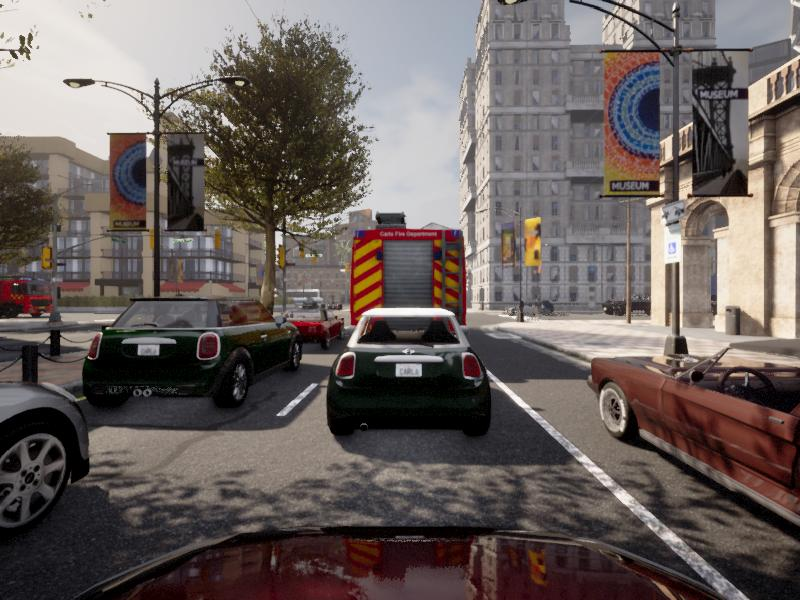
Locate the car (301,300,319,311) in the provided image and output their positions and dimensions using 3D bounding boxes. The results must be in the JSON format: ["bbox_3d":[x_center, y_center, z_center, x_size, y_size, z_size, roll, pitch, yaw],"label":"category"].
[{"bbox_3d":[-13.798,0.815,61.323,1.789,1.549,3.705,0,0,1],"label":"car"}]

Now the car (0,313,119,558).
[{"bbox_3d":[-3.473,0.853,1.600,1.970,1.475,3.806,0,0,1],"label":"car"}]

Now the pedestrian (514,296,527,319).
[{"bbox_3d":[10.178,0.637,33.768,0.751,1.860,0.751,0,0,-10],"label":"pedestrian"}]

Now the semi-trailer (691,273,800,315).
[{"bbox_3d":[39.428,-0.618,42.929,14.254,4.402,2.717,0,0,1],"label":"semi-trailer"}]

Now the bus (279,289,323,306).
[{"bbox_3d":[-25.278,-0.539,102.282,10.273,4.253,3.944,0,0,2],"label":"bus"}]

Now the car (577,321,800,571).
[{"bbox_3d":[3.308,0.938,3.058,1.895,1.301,4.718,0,0,1],"label":"car"}]

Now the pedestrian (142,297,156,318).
[{"bbox_3d":[-22.337,0.637,35.650,0.751,1.860,0.751,0,0,2],"label":"pedestrian"}]

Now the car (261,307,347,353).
[{"bbox_3d":[-3.218,0.944,14.445,1.895,1.301,4.718,0,0,1],"label":"car"}]

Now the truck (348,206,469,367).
[{"bbox_3d":[0.274,-0.321,13.781,2.891,3.827,8.468,0,0,1],"label":"truck"}]

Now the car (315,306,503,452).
[{"bbox_3d":[0.119,0.853,6.110,1.970,1.475,3.806,0,0,1],"label":"car"}]

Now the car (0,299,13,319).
[{"bbox_3d":[-36.048,0.771,33.548,5.238,1.638,1.930,0,0,0],"label":"car"}]

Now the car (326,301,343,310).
[{"bbox_3d":[-10.261,0.853,63.188,1.970,1.475,3.806,0,0,1],"label":"car"}]

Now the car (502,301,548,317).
[{"bbox_3d":[12.287,0.853,39.480,3.806,1.475,1.970,0,0,-5],"label":"car"}]

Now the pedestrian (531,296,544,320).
[{"bbox_3d":[11.055,0.637,32.160,0.751,1.860,0.751,0,0,-3],"label":"pedestrian"}]

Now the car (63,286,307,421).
[{"bbox_3d":[-3.355,0.694,7.527,2.097,1.767,4.553,0,0,1],"label":"car"}]

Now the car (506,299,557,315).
[{"bbox_3d":[14.216,0.778,43.343,4.856,1.649,2.033,0,0,1],"label":"car"}]

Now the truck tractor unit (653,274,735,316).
[{"bbox_3d":[31.520,-0.524,43.081,6.516,4.208,3.053,1,0,1],"label":"truck tractor unit"}]

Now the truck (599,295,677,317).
[{"bbox_3d":[23.510,0.543,39.710,6.274,2.098,2.390,0,0,1],"label":"truck"}]

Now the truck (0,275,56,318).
[{"bbox_3d":[-37.345,-0.320,37.063,8.468,3.827,2.891,0,0,1],"label":"truck"}]
